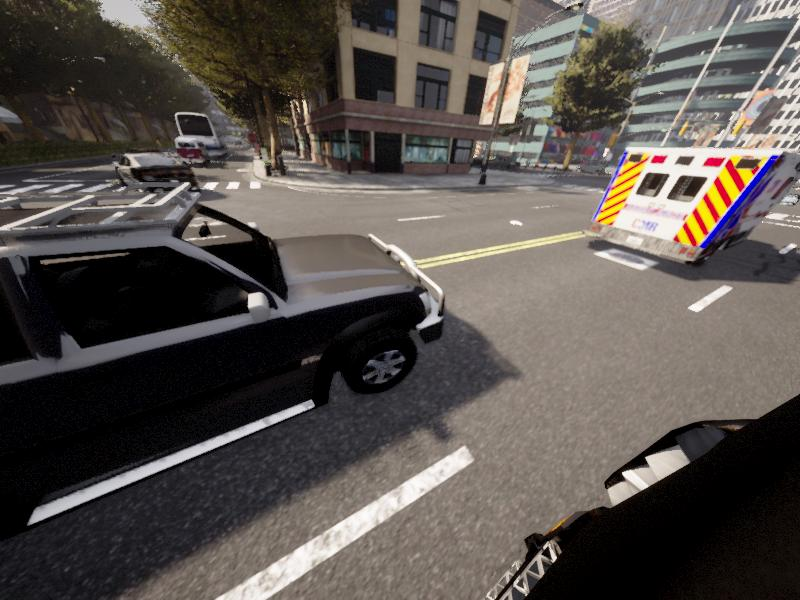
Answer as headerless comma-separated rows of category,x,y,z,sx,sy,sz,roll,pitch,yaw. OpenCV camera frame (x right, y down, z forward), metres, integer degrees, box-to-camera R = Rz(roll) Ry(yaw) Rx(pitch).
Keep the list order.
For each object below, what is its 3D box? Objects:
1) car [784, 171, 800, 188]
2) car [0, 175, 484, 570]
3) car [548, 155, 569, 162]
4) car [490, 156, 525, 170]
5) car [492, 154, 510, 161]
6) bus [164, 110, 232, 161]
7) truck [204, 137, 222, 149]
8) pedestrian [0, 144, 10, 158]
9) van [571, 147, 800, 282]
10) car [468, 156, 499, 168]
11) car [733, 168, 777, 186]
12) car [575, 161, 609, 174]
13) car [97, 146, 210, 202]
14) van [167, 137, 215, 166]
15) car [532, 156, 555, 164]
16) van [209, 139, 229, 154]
car,55.159,-16.340,31.354,4.605,1.855,1.932,-13,37,-24
car,-1.900,0.103,1.964,4.605,1.855,1.932,-15,37,-25
car,57.910,-51.652,84.370,2.435,2.045,5.566,-14,37,-24
car,17.663,-22.776,38.256,2.242,1.667,4.611,-14,37,-24
car,31.467,-44.369,71.958,2.161,1.482,4.786,-14,37,-24
bus,-24.352,-20.285,28.806,3.944,4.253,10.273,-14,38,-24
truck,-45.268,-38.132,56.021,2.390,2.098,6.274,-14,37,-24
pedestrian,-30.284,-11.535,16.962,0.751,1.860,0.751,-18,39,-28
van,8.455,-2.714,6.547,6.366,2.431,2.351,-14,37,-24
car,13.729,-22.855,38.267,1.812,1.442,4.674,-14,37,-24
car,48.494,-16.861,31.586,4.605,1.855,1.932,-16,38,-23
car,31.321,-21.666,37.800,1.845,1.501,3.633,-17,39,-27
car,-11.057,-5.782,10.332,5.238,1.638,1.930,24,40,28
van,-19.170,-13.826,21.465,2.069,2.038,4.480,-14,37,-24
car,40.497,-39.461,65.199,2.128,1.511,4.902,-14,37,-24
van,-30.431,-26.045,39.063,1.775,1.987,4.442,-14,37,-24
